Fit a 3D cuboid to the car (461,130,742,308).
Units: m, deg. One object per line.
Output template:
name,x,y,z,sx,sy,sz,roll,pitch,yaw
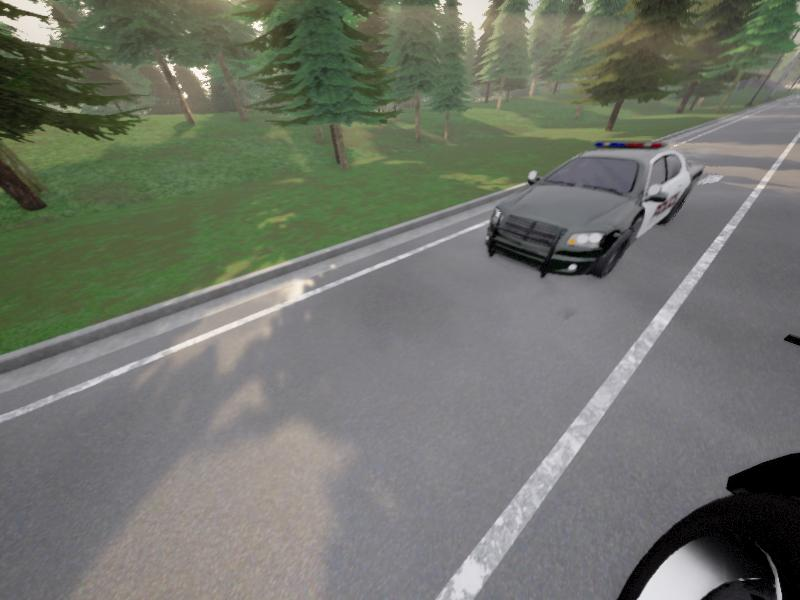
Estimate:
car,3.730,-1.994,4.346,4.974,1.542,2.038,-27,43,-25
